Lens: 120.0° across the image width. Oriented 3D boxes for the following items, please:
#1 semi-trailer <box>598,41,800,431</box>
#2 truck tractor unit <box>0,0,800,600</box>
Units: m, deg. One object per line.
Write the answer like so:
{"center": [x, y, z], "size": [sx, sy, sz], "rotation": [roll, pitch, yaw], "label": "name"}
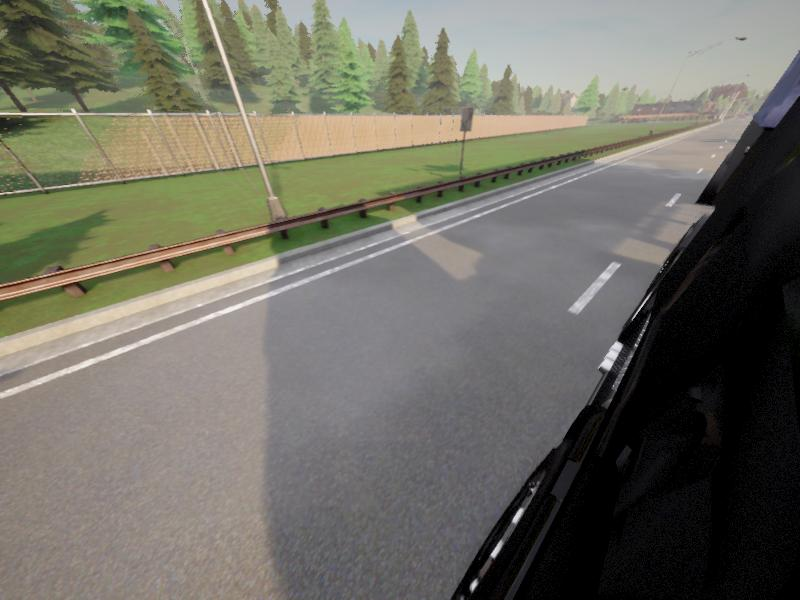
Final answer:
{"center": [8.690, -3.599, 4.252], "size": [14.254, 4.402, 2.717], "rotation": [-28, 44, -30], "label": "semi-trailer"}
{"center": [2.645, -0.295, 0.351], "size": [6.516, 4.208, 3.053], "rotation": [-28, 44, -30], "label": "truck tractor unit"}
